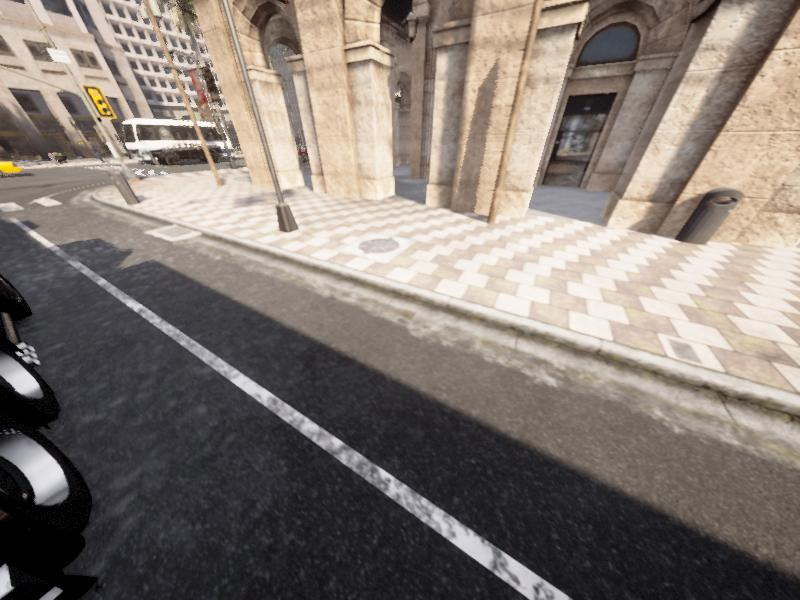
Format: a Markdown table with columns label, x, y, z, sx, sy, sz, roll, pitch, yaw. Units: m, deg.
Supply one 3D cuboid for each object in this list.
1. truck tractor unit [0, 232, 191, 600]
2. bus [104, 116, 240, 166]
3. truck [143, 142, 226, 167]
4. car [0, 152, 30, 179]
| label | x | y | z | sx | sy | sz | roll | pitch | yaw |
| --- | --- | --- | --- | --- | --- | --- | --- | --- | --- |
| truck tractor unit | -5.052 | -0.357 | 0.852 | 6.516 | 4.208 | 3.053 | 21 | 40 | 27 |
| bus | -26.584 | -19.246 | 28.166 | 3.944 | 4.253 | 10.273 | 18 | 38 | 24 |
| truck | -24.301 | -16.813 | 26.528 | 2.390 | 2.098 | 6.274 | 18 | 39 | 24 |
| car | -31.461 | -9.364 | 16.331 | 1.801 | 1.575 | 5.366 | 18 | 39 | 24 |
